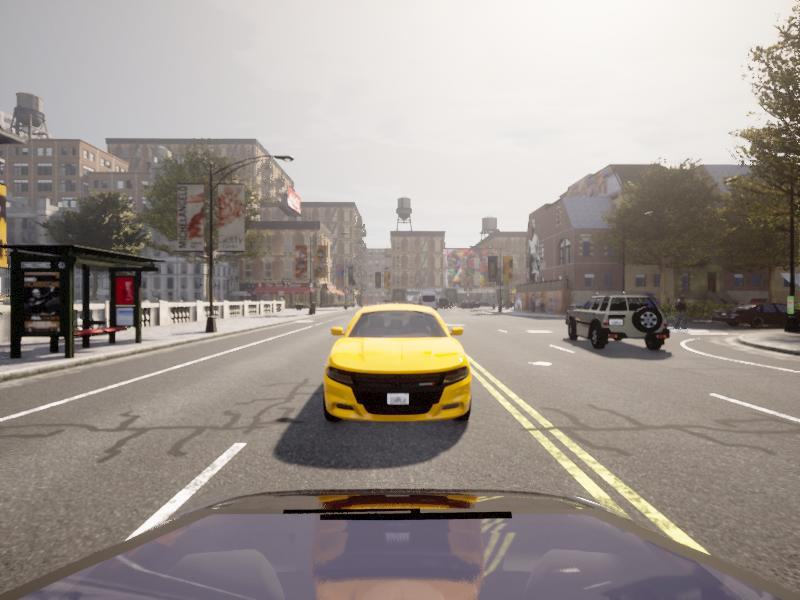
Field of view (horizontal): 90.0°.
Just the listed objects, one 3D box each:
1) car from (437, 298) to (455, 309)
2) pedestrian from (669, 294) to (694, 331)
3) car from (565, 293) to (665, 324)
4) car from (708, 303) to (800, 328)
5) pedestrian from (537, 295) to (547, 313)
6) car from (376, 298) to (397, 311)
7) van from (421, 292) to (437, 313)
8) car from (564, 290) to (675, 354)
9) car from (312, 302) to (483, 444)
[{"bbox_3d":[7.904,0.590,68.386,1.905,1.878,3.866,0,0,24],"label":"car"},{"bbox_3d":[14.439,0.620,20.532,0.751,1.860,0.751,0,0,-14],"label":"pedestrian"},{"bbox_3d":[14.444,0.545,27.195,5.566,2.045,2.150,0,0,9],"label":"car"},{"bbox_3d":[21.382,0.875,23.289,5.357,1.411,2.033,0,0,0],"label":"car"},{"bbox_3d":[15.077,0.450,42.391,0.751,1.860,0.751,0,0,-3],"label":"pedestrian"},{"bbox_3d":[-2.001,0.596,60.989,1.932,1.855,4.605,0,1,13],"label":"car"},{"bbox_3d":[3.667,0.280,51.709,1.988,2.561,5.915,0,0,3],"label":"van"},{"bbox_3d":[7.341,0.640,13.979,1.932,1.855,4.605,0,0,9],"label":"car"},{"bbox_3d":[-0.052,0.817,6.910,1.882,1.535,5.008,0,0,-1],"label":"car"}]
